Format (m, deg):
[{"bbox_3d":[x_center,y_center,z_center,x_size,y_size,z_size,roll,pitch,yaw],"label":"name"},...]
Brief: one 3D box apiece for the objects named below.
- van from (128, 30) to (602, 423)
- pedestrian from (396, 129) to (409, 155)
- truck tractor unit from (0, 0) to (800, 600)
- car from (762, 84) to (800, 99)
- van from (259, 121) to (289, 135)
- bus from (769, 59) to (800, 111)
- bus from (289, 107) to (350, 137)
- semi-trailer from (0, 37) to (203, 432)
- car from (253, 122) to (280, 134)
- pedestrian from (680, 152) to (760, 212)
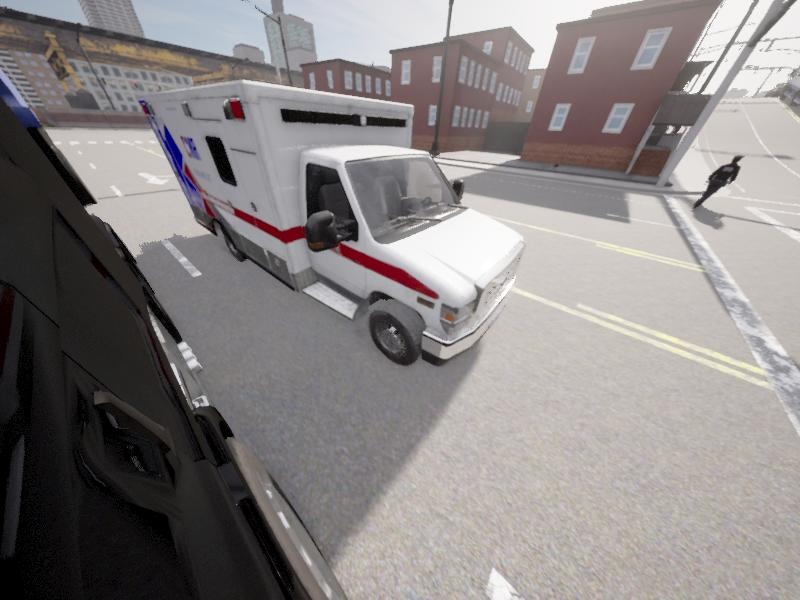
[{"bbox_3d":[-1.346,-1.643,3.725,6.366,2.431,2.351,28,44,30],"label":"van"},{"bbox_3d":[0.189,-13.847,20.254,0.751,1.860,0.751,27,43,28],"label":"pedestrian"},{"bbox_3d":[-2.645,-0.295,0.351,6.516,4.208,3.053,28,44,30],"label":"truck tractor unit"},{"bbox_3d":[57.249,-31.293,34.736,1.895,1.301,4.718,28,46,29],"label":"car"},{"bbox_3d":[-24.733,-33.835,45.514,1.775,1.987,4.442,28,44,30],"label":"van"},{"bbox_3d":[49.018,-25.549,26.750,3.944,4.253,10.273,28,55,29],"label":"bus"},{"bbox_3d":[-15.343,-34.767,45.457,3.944,4.253,10.273,28,44,29],"label":"bus"},{"bbox_3d":[-8.762,-3.568,4.154,14.254,4.402,2.717,28,44,29],"label":"semi-trailer"},{"bbox_3d":[-27.315,-35.300,47.384,1.905,1.878,3.866,28,44,29],"label":"car"},{"bbox_3d":[11.878,-4.399,8.652,0.751,1.860,0.751,-13,40,-20],"label":"pedestrian"}]
